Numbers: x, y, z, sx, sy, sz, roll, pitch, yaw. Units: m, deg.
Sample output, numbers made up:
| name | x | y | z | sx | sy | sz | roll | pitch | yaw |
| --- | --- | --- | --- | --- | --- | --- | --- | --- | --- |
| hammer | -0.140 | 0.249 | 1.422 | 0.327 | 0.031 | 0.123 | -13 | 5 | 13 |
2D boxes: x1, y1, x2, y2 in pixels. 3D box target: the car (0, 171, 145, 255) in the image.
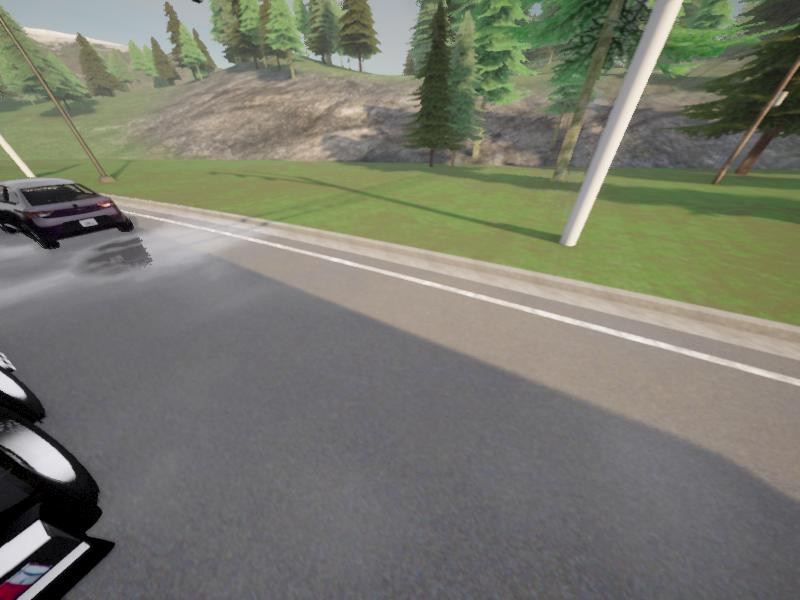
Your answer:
| name | x | y | z | sx | sy | sz | roll | pitch | yaw |
| --- | --- | --- | --- | --- | --- | --- | --- | --- | --- |
| car | -10.013 | -2.670 | 6.626 | 4.193 | 1.474 | 1.816 | 14 | 37 | 20 |

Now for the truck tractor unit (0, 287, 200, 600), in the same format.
| name | x | y | z | sx | sy | sz | roll | pitch | yaw |
| --- | --- | --- | --- | --- | --- | --- | --- | --- | --- |
| truck tractor unit | -5.149 | -0.261 | 0.721 | 6.516 | 4.208 | 3.053 | 17 | 38 | 22 |
